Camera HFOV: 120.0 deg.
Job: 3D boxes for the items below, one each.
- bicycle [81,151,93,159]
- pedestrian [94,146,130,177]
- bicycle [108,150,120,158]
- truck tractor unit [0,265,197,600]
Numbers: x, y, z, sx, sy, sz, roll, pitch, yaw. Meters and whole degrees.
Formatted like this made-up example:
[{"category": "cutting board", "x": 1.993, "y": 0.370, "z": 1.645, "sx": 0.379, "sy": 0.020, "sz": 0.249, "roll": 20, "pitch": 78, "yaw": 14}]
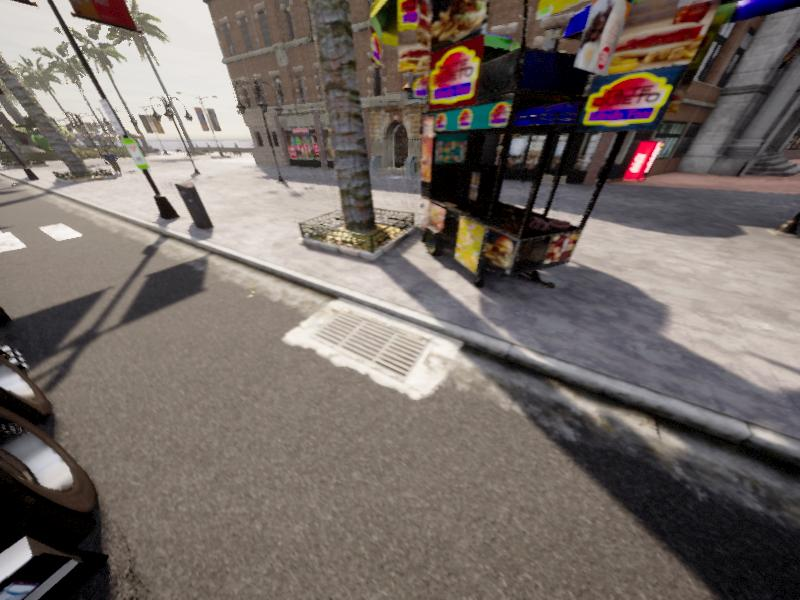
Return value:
[{"category": "bicycle", "x": -48.245, "y": -22.381, "z": 35.603, "sx": 1.643, "sy": 1.024, "sz": 0.373, "roll": 18, "pitch": 39, "yaw": 24}, {"category": "pedestrian", "x": -20.694, "y": -9.958, "z": 16.633, "sx": 0.751, "sy": 1.860, "sz": 0.751, "roll": 19, "pitch": 39, "yaw": 26}, {"category": "bicycle", "x": -46.767, "y": -23.890, "z": 37.757, "sx": 1.643, "sy": 1.024, "sz": 0.373, "roll": 18, "pitch": 39, "yaw": 24}, {"category": "truck tractor unit", "x": -5.119, "y": -0.291, "z": 0.782, "sx": 6.516, "sy": 4.208, "sz": 3.053, "roll": 18, "pitch": 39, "yaw": 24}]
